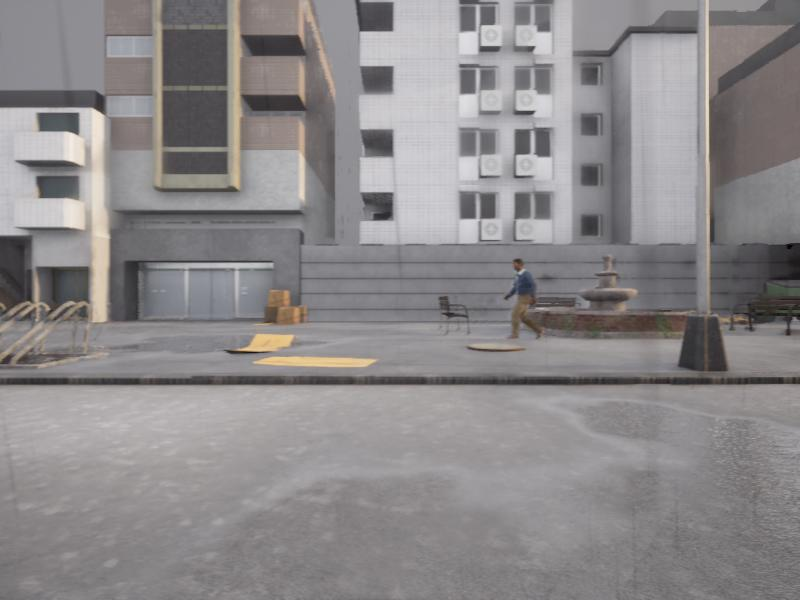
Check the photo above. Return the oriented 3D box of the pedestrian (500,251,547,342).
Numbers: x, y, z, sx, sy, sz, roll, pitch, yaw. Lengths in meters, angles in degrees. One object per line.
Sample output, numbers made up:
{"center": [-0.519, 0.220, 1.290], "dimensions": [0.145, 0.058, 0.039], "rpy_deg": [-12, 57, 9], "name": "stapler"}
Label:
{"center": [2.637, -0.069, 8.609], "dimensions": [0.751, 1.860, 0.751], "rpy_deg": [0, 0, -1], "name": "pedestrian"}
